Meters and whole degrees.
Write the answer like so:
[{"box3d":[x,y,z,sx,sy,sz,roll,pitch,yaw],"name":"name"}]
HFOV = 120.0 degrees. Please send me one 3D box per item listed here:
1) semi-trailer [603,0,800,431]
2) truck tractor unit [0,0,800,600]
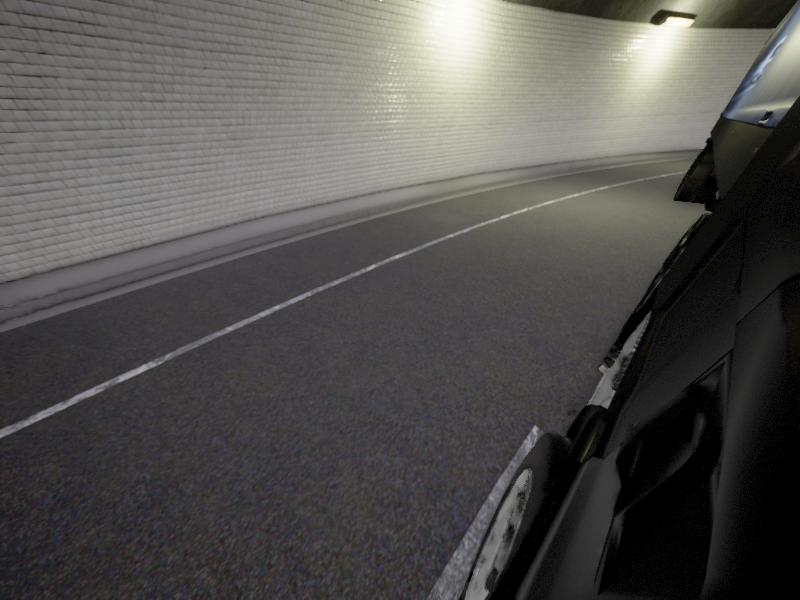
[{"box3d":[8.424,-3.792,4.462,14.254,4.402,2.717,-31,45,-32],"name":"semi-trailer"},{"box3d":[2.645,-0.295,0.352,6.516,4.208,3.053,-28,44,-30],"name":"truck tractor unit"}]
